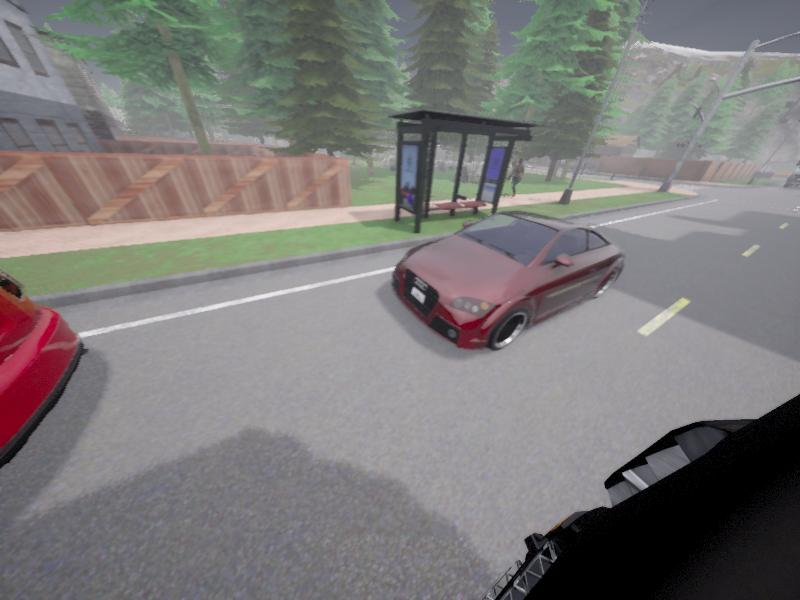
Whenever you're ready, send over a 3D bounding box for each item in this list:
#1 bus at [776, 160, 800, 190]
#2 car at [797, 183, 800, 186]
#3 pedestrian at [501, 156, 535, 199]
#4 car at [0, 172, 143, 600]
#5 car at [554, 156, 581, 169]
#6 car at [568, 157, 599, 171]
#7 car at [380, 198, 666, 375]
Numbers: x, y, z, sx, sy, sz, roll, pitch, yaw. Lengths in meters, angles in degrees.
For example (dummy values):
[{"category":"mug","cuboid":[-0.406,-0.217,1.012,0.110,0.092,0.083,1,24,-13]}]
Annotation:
[{"category":"bus","cuboid":[52.584,-16.145,28.569,10.273,4.253,3.944,-16,38,-26]},{"category":"car","cuboid":[60.277,-17.281,33.365,4.902,1.511,2.128,-16,38,-26]},{"category":"pedestrian","cuboid":[5.964,-6.226,11.769,0.751,1.860,0.751,-18,39,-29]},{"category":"car","cuboid":[-4.919,0.974,0.239,5.566,2.045,2.150,-16,38,-26]},{"category":"car","cuboid":[29.458,-24.202,40.675,3.866,1.878,1.905,-17,38,-27]},{"category":"car","cuboid":[31.096,-23.064,39.095,4.605,1.855,1.932,-17,38,-27]},{"category":"car","cuboid":[1.983,-0.705,3.927,4.181,1.385,1.994,-16,38,-26]}]
